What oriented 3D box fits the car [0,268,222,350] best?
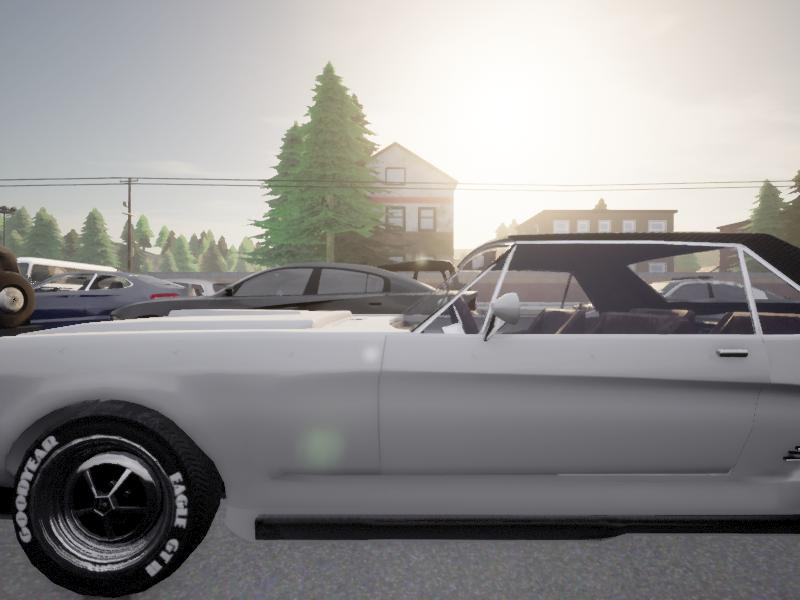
[{"bbox_3d":[-7.069,0.181,9.172,5.027,1.651,2.152,0,0,0],"label":"car"}]

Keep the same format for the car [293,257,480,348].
[{"bbox_3d":[-0.280,0.046,9.200,3.866,1.878,1.905,0,0,0],"label":"car"}]

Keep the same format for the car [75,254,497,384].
[{"bbox_3d":[-1.348,0.223,5.694,5.008,1.535,1.882,0,0,0],"label":"car"}]

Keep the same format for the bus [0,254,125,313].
[{"bbox_3d":[-28.618,-1.130,33.659,3.944,4.253,10.273,0,0,0],"label":"bus"}]

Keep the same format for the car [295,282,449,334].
[{"bbox_3d":[-0.816,0.228,12.696,4.514,1.525,2.007,0,0,0],"label":"car"}]

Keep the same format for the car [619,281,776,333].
[{"bbox_3d":[9.307,0.215,12.752,3.705,1.549,1.789,0,0,0],"label":"car"}]

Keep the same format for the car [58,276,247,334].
[{"bbox_3d":[-7.559,0.156,12.661,4.611,1.667,2.242,0,0,-1],"label":"car"}]

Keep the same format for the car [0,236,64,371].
[{"bbox_3d":[-7.490,0.046,5.660,3.866,1.878,1.905,0,0,0],"label":"car"}]

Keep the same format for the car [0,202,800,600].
[{"bbox_3d":[0.559,0.344,2.203,4.718,1.301,1.895,0,0,0],"label":"car"}]

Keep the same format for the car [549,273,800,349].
[{"bbox_3d":[6.299,0.230,9.236,4.974,1.542,2.038,0,0,0],"label":"car"}]
